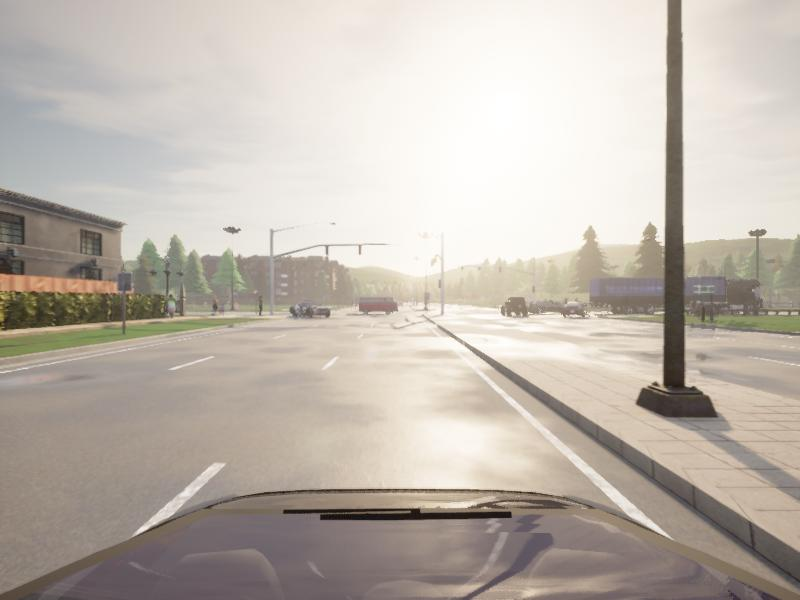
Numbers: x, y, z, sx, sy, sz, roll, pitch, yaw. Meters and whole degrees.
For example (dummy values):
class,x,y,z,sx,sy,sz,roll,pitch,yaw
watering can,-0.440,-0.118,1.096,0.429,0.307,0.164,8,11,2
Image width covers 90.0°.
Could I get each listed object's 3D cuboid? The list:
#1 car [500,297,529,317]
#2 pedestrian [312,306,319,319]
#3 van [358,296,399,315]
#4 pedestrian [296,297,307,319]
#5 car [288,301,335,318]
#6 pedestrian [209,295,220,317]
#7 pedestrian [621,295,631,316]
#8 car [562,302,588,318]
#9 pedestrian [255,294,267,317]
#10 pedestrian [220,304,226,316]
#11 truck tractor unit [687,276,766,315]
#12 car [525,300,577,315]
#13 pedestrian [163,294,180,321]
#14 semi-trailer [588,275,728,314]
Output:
class,x,y,z,sx,sy,sz,roll,pitch,yaw
car,11.504,0.661,40.458,1.905,1.878,3.866,0,0,0
pedestrian,-7.043,1.029,33.330,0.500,1.100,0.500,0,0,0
van,-2.388,0.613,45.256,4.442,1.987,1.775,0,0,-1
pedestrian,-8.204,0.650,33.323,0.751,1.860,0.751,0,0,-1
car,-8.391,0.840,37.701,2.038,1.542,4.974,0,0,-43
pedestrian,-16.145,0.498,34.835,0.751,1.860,0.751,0,0,-8
pedestrian,21.030,0.498,37.267,0.751,1.860,0.751,0,0,34
car,16.956,0.884,38.685,1.812,1.442,4.674,-1,0,29
pedestrian,-11.828,0.467,33.965,0.751,1.860,0.751,0,0,-1
pedestrian,-16.046,0.878,36.249,0.500,1.100,0.500,0,0,-17
truck tractor unit,37.116,-0.504,45.648,6.516,4.208,3.053,0,0,0
car,17.112,0.797,45.458,5.027,1.651,2.152,0,0,-1
pedestrian,-16.043,0.495,28.064,0.751,1.860,0.751,0,0,1
semi-trailer,29.201,-0.601,45.575,14.254,4.402,2.717,0,0,-1
